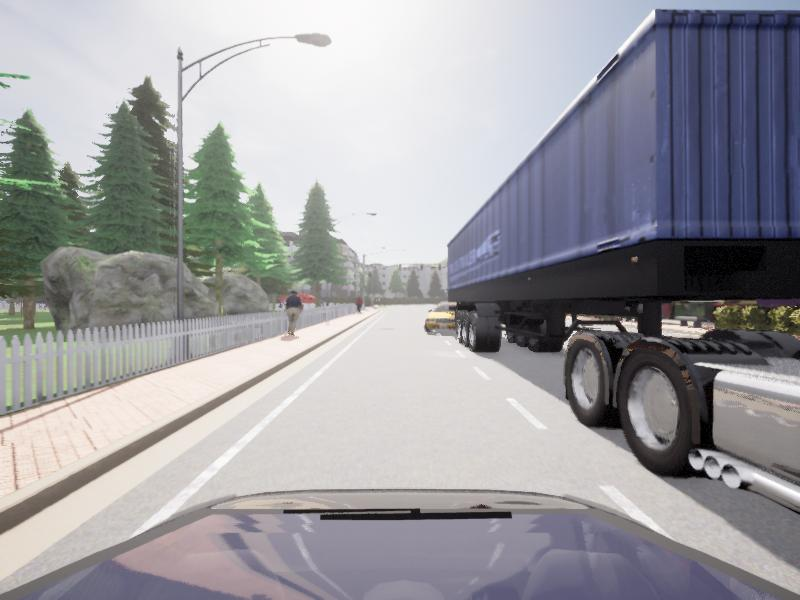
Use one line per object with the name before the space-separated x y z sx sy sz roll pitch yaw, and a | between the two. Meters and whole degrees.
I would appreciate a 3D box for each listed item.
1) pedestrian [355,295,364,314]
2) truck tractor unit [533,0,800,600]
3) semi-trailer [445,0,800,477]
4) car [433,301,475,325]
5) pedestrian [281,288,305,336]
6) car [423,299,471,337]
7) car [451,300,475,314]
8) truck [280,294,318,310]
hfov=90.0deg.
pedestrian | -3.939 0.436 39.008 0.751 1.860 0.751 0 0 0
truck tractor unit | 3.573 -0.550 2.699 3.053 4.208 6.516 2 0 1
semi-trailer | 3.456 -0.643 10.629 2.717 4.402 14.254 0 0 -1
car | 3.521 0.816 27.046 2.163 1.488 4.792 0 0 0
pedestrian | -4.218 0.464 15.766 0.751 1.860 0.751 0 0 -1
car | 2.513 0.783 20.271 1.801 1.575 5.366 1 1 13
car | 7.036 0.765 45.287 1.882 1.535 5.008 0 0 0
truck | -15.627 0.278 61.886 5.204 2.467 2.627 0 0 2
